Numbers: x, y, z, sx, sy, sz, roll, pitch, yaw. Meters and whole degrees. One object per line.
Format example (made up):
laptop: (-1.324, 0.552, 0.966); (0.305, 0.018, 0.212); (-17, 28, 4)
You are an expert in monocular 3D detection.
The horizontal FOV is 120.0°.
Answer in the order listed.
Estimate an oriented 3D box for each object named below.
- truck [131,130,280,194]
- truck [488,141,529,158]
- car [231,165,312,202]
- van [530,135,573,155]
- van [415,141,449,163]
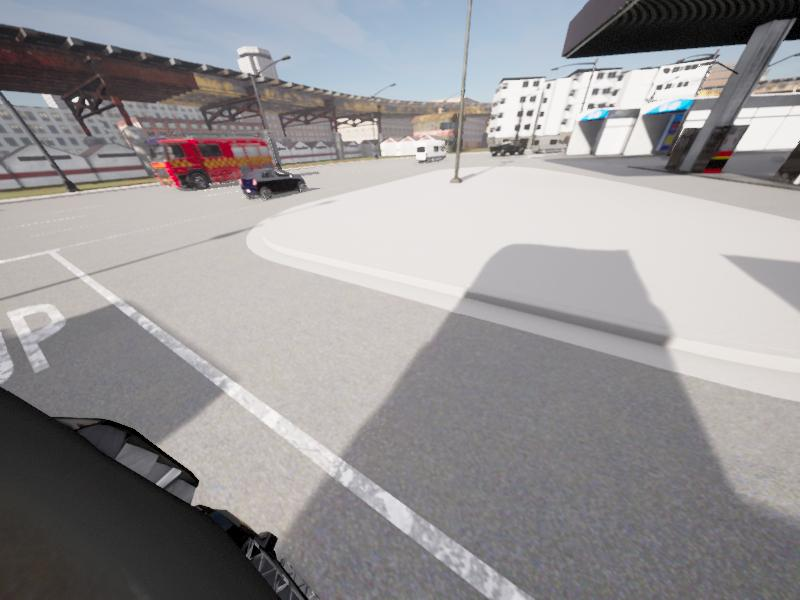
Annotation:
truck: (-15.493, -11.925, 19.701); (2.891, 3.827, 8.468); (16, 38, 26)
truck: (18.453, -25.797, 39.468); (6.274, 2.098, 2.390); (-16, 36, -19)
car: (-7.516, -7.127, 13.913); (1.845, 1.501, 3.633); (15, 38, 25)
van: (26.580, -27.378, 40.806); (5.915, 2.561, 1.988); (-7, 34, -6)
van: (4.945, -22.680, 35.445); (1.988, 2.561, 5.915); (24, 42, 35)
